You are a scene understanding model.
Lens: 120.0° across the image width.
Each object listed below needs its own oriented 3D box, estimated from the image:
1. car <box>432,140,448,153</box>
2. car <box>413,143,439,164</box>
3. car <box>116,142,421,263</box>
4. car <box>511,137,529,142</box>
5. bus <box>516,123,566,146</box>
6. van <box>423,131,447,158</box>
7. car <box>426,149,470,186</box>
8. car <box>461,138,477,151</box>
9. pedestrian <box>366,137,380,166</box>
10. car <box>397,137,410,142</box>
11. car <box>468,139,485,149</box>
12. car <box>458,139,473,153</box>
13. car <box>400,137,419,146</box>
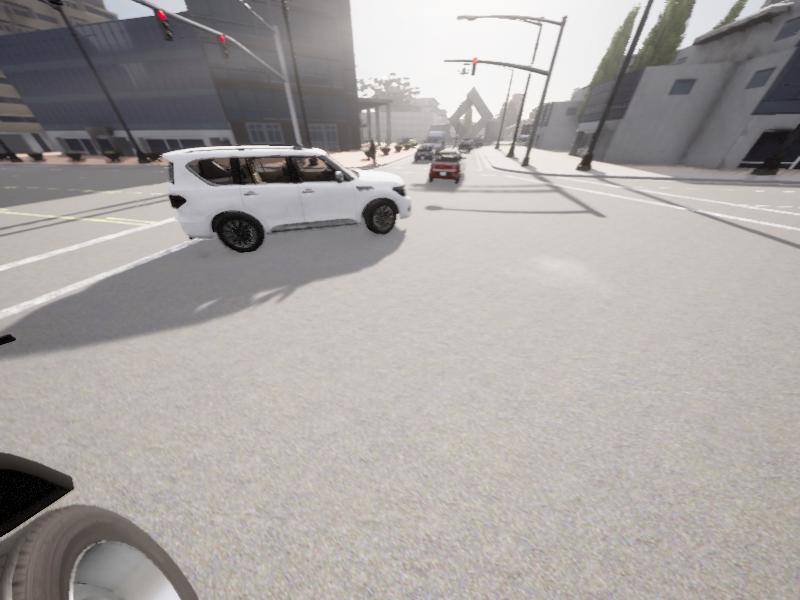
[{"bbox_3d":[6.009,-22.799,34.309,1.845,1.501,3.633,8,36,11],"label":"car"},{"bbox_3d":[2.643,-14.751,23.137,1.816,1.474,4.193,8,36,11],"label":"car"},{"bbox_3d":[-2.480,-2.800,6.031,5.566,2.045,2.150,-12,37,-15],"label":"car"},{"bbox_3d":[41.003,-54.771,78.816,2.038,1.542,4.974,-17,39,-22],"label":"car"},{"bbox_3d":[34.824,-40.928,57.238,10.273,4.253,3.944,-14,37,-18],"label":"bus"},{"bbox_3d":[4.457,-19.413,28.724,1.988,2.561,5.915,8,36,11],"label":"van"},{"bbox_3d":[2.994,-8.113,13.907,1.816,1.474,4.193,11,37,15],"label":"car"},{"bbox_3d":[12.219,-27.609,40.918,1.930,1.638,5.238,12,37,16],"label":"car"},{"bbox_3d":[-2.158,-11.951,18.605,0.751,1.860,0.751,12,37,16],"label":"pedestrian"},{"bbox_3d":[1.210,-58.472,84.121,4.514,1.525,2.007,-8,36,-11],"label":"car"},{"bbox_3d":[15.355,-31.287,46.187,1.816,1.474,4.193,19,40,25],"label":"car"},{"bbox_3d":[10.085,-23.707,35.478,1.930,1.638,5.238,8,37,12],"label":"car"},{"bbox_3d":[2.425,-39.895,58.146,2.242,1.667,4.611,-27,43,-32],"label":"car"}]
